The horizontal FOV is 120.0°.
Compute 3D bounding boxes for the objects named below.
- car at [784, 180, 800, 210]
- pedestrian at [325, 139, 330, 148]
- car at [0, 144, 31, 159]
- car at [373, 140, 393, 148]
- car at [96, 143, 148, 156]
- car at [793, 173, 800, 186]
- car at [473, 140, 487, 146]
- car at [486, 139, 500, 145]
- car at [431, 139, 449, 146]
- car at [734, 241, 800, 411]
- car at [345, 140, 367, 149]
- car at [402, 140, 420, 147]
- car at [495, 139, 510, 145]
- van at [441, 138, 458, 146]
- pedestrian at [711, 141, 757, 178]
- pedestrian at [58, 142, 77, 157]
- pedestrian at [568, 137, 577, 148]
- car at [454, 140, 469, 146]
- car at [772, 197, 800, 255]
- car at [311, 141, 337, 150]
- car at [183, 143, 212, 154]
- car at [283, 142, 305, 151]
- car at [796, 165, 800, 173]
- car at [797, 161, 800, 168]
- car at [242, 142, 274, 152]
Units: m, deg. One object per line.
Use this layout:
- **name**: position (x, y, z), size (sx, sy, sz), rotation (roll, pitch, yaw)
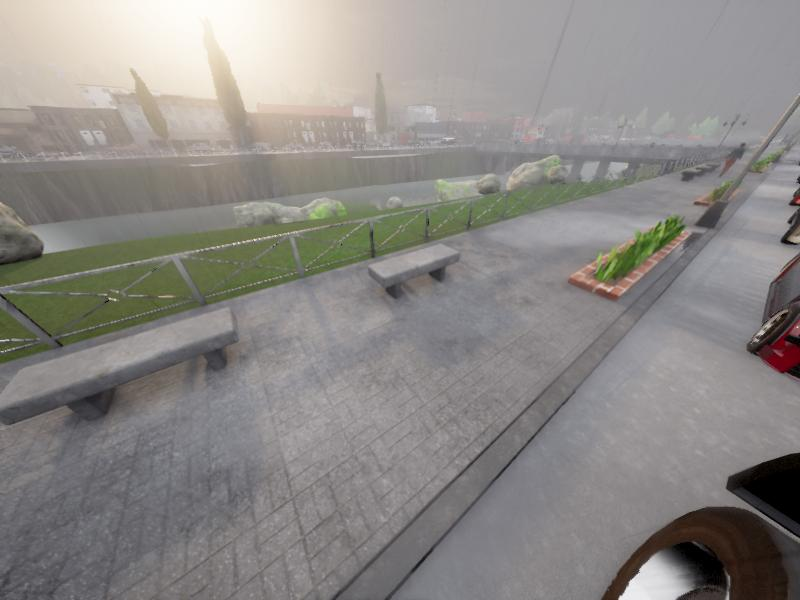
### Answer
- **car**: position (16.928, -4.371, 8.675), size (4.514, 1.525, 2.007), rotation (-22, 41, -28)
- **pedestrian**: position (-19.037, -41.114, 60.600), size (0.751, 1.860, 0.751), rotation (-24, 42, -30)
- **car**: position (-56.556, -20.670, 32.245), size (4.856, 1.649, 2.033), rotation (-22, 41, -28)
- **car**: position (-4.539, -41.848, 61.971), size (4.974, 1.542, 2.038), rotation (-22, 41, -28)
- **car**: position (-45.860, -25.025, 38.354), size (5.027, 1.651, 2.152), rotation (-22, 41, -28)
- **car**: position (23.736, -7.121, 12.575), size (4.193, 1.474, 1.816), rotation (-22, 41, -28)
- **car**: position (26.126, -51.444, 75.550), size (3.806, 1.475, 1.970), rotation (-22, 41, -28)
- **car**: position (33.722, -57.399, 83.851), size (4.892, 1.490, 1.837), rotation (-22, 41, -28)
- **car**: position (12.425, -48.778, 71.646), size (5.238, 1.638, 1.930), rotation (-22, 41, -28)
- **car**: position (6.073, 0.124, 2.531), size (4.181, 1.385, 1.994), rotation (-22, 41, -28)
- **car**: position (-11.062, -39.212, 58.228), size (4.856, 1.649, 2.033), rotation (-22, 41, -28)
- **car**: position (3.052, -44.918, 66.322), size (5.008, 1.535, 1.882), rotation (-22, 41, -28)
- **car**: position (36.204, -55.652, 81.235), size (5.238, 1.638, 1.930), rotation (-22, 41, -28)
- **van**: position (14.839, -47.110, 68.918), size (4.480, 2.038, 2.069), rotation (-22, 41, -28)
- **pedestrian**: position (20.314, -8.572, 14.102), size (0.751, 1.860, 0.751), rotation (-21, 40, -27)
- **pedestrian**: position (-50.183, -22.723, 34.870), size (0.751, 1.860, 0.751), rotation (15, 38, 21)
- **pedestrian**: position (37.455, -34.302, 50.267), size (0.751, 1.860, 0.751), rotation (-18, 39, -23)
- **car**: position (20.209, -51.893, 76.132), size (4.892, 1.490, 1.837), rotation (-22, 41, -28)
- **car**: position (11.426, -2.131, 5.534), size (4.514, 1.525, 2.007), rotation (-22, 41, -28)
- **car**: position (-17.891, -36.427, 54.327), size (5.238, 1.638, 1.930), rotation (-22, 41, -28)
- **car**: position (-37.650, -28.308, 43.084), size (3.806, 1.475, 1.970), rotation (-22, 41, -28)
- **car**: position (-23.518, -34.065, 51.156), size (3.806, 1.475, 1.970), rotation (-22, 41, -28)
- **car**: position (31.343, -10.240, 16.903), size (3.633, 1.501, 1.845), rotation (-22, 41, -28)
- **car**: position (36.915, -12.511, 20.080), size (5.008, 1.535, 1.882), rotation (-22, 41, -28)
- **car**: position (-29.318, -31.772, 47.800), size (5.238, 1.638, 1.930), rotation (-22, 41, -28)
